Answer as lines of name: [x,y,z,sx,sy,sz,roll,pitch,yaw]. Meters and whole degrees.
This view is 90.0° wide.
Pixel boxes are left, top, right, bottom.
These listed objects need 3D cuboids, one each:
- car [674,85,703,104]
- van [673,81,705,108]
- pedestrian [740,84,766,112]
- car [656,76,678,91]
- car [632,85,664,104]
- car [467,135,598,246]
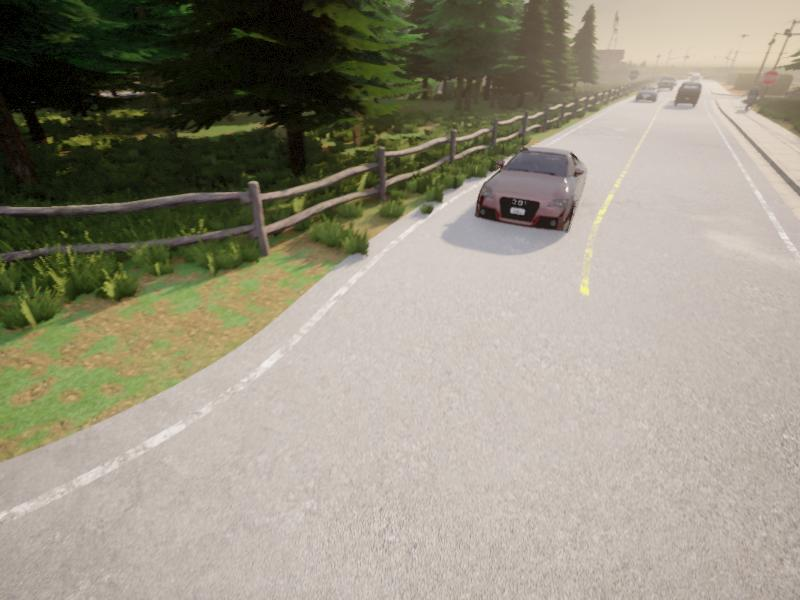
car: [30.156,-21.490,41.766,1.837,1.490,4.892,19,35,29]
van: [26.775,-19.090,37.115,1.775,1.987,4.442,18,35,27]
pedestrian: [27.628,-15.825,31.345,0.751,1.860,0.751,-17,35,-27]
car: [42.690,-34.655,63.937,2.150,2.045,5.566,19,35,28]
car: [25.721,-21.363,41.436,2.128,1.511,4.902,18,35,27]
car: [3.295,-2.839,9.525,1.994,1.385,4.181,15,33,23]
